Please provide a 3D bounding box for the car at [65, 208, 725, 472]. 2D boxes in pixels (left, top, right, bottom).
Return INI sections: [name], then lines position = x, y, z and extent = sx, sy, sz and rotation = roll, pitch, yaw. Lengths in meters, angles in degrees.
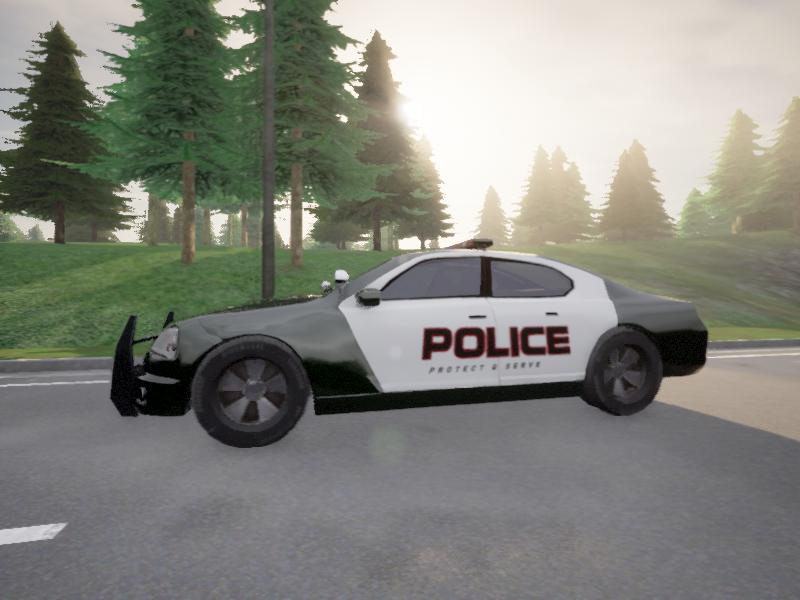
[car]
position = 0.216, 0.223, 3.928
extent = 4.974, 1.542, 2.038
rotation = 0, 0, -14
